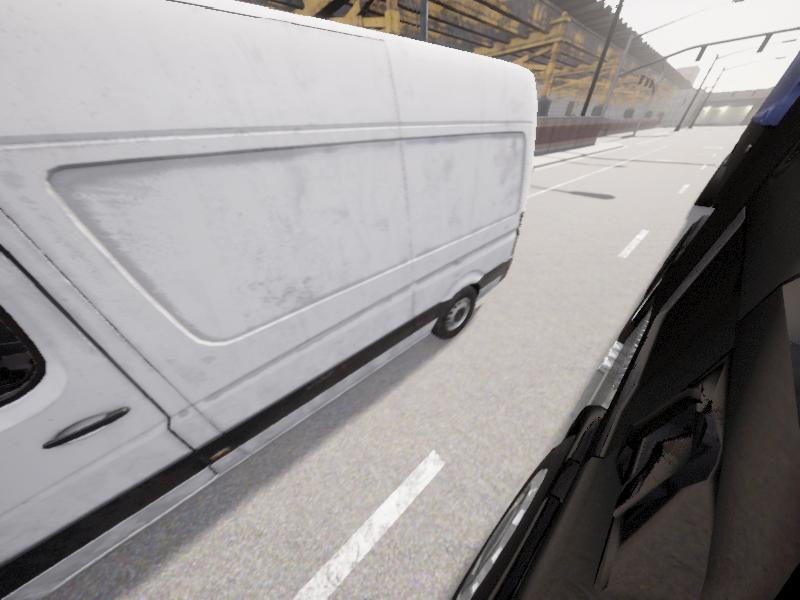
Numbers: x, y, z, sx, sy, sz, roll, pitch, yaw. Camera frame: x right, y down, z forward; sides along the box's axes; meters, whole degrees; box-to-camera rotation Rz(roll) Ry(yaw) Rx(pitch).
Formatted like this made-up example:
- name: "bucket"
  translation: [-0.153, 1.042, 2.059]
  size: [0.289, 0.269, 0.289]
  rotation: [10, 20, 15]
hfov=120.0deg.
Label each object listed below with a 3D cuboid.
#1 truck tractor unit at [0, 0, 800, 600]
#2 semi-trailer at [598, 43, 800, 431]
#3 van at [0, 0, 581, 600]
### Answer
- name: "truck tractor unit"
  translation: [2.645, -0.295, 0.352]
  size: [6.516, 4.208, 3.053]
  rotation: [-28, 44, -30]
- name: "semi-trailer"
  translation: [8.699, -3.572, 4.273]
  size: [14.254, 4.402, 2.717]
  rotation: [-28, 44, -30]
- name: "van"
  translation: [-1.276, -0.300, 1.919]
  size: [5.915, 2.561, 1.988]
  rotation: [-28, 44, -30]
